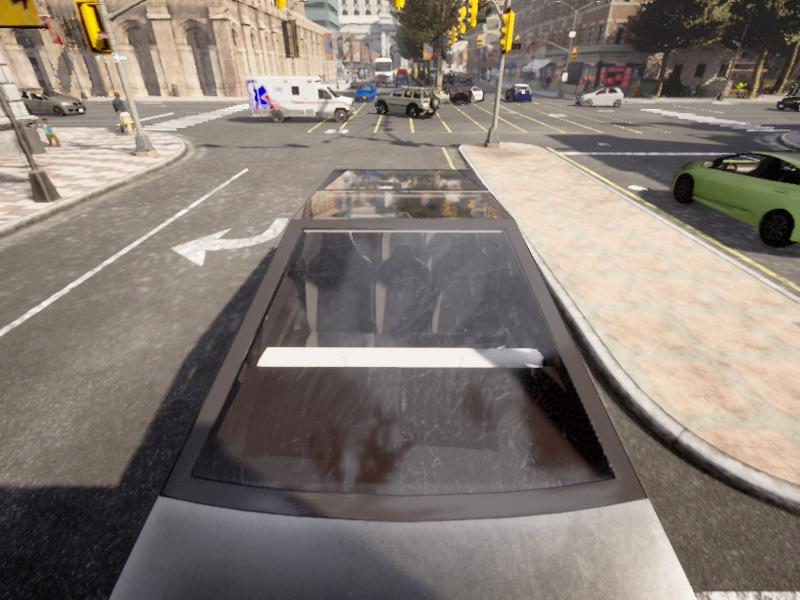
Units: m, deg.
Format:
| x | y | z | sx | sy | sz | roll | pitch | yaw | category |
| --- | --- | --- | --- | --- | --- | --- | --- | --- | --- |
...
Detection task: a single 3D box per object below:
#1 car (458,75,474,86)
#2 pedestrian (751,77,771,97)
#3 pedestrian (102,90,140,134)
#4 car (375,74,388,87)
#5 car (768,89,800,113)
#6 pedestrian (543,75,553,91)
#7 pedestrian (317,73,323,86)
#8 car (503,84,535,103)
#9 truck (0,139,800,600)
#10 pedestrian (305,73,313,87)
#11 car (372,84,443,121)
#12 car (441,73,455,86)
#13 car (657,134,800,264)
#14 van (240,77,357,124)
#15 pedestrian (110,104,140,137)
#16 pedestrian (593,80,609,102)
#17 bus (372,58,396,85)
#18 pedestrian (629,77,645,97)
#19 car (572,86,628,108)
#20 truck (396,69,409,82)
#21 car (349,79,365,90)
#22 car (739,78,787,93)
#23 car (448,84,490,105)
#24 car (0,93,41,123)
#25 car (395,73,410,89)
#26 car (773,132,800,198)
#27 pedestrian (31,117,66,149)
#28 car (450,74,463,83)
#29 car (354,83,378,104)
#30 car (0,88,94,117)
| x | y | z | sx | sy | sz | roll | pitch | yaw | category |
| --- | --- | --- | --- | --- | --- | --- | --- | --- | --- |
| 11.925 | -39.686 | 72.255 | 2.038 | 1.542 | 4.974 | 0 | 30 | 0 | car |
| 38.156 | -22.472 | 42.264 | 0.751 | 1.860 | 0.751 | -12 | 32 | -19 | pedestrian |
| -13.332 | -9.013 | 19.183 | 0.751 | 1.860 | 0.751 | -1 | 30 | -2 | pedestrian |
| -3.103 | -37.156 | 67.631 | 1.905 | 1.878 | 3.866 | 0 | 30 | 0 | car |
| 32.081 | -15.411 | 30.915 | 4.792 | 1.488 | 2.163 | 0 | 30 | 0 | car |
| 19.559 | -28.689 | 52.859 | 0.751 | 1.860 | 0.751 | 1 | 30 | 1 | pedestrian |
| -13.321 | -36.682 | 66.464 | 0.751 | 1.860 | 0.751 | 0 | 30 | 0 | pedestrian |
| 11.732 | -20.519 | 39.614 | 1.970 | 1.475 | 3.806 | 0 | 30 | 0 | car |
| 0.022 | 0.111 | 3.729 | 2.390 | 2.098 | 6.274 | 0 | 30 | 0 | truck |
| -13.942 | -33.649 | 61.281 | 0.751 | 1.860 | 0.751 | 3 | 30 | 5 | pedestrian |
| 0.457 | -13.553 | 27.305 | 4.605 | 1.855 | 1.932 | 25 | 38 | 34 | car |
| 8.419 | -39.250 | 71.222 | 1.932 | 1.855 | 4.605 | 0 | 30 | 0 | car |
| 8.048 | -2.423 | 8.637 | 2.007 | 1.525 | 4.514 | 0 | 30 | 0 | car |
| -6.016 | -12.300 | 24.601 | 6.366 | 2.431 | 2.351 | 0 | 30 | 0 | van |
| -12.813 | -8.393 | 18.679 | 0.751 | 1.300 | 0.751 | -13 | 33 | -20 | pedestrian |
| 19.414 | -20.184 | 38.625 | 0.751 | 1.860 | 0.751 | -4 | 31 | -7 | pedestrian |
| -2.922 | -44.020 | 76.994 | 3.944 | 4.253 | 10.273 | 0 | 30 | 0 | bus |
| 24.940 | -22.408 | 42.134 | 0.751 | 1.860 | 0.751 | 0 | 30 | 0 | pedestrian |
| 16.873 | -17.207 | 33.912 | 3.633 | 1.501 | 1.845 | 0 | 30 | 0 | car |
| 0.512 | -48.728 | 86.813 | 2.627 | 2.467 | 5.204 | 0 | 30 | 0 | truck |
| -6.399 | -32.241 | 59.784 | 1.895 | 1.301 | 4.718 | 0 | 30 | 0 | car |
| 49.915 | -29.629 | 55.183 | 2.242 | 1.667 | 4.611 | 0 | 30 | 0 | car |
| 6.506 | -19.220 | 37.330 | 2.038 | 1.542 | 4.974 | 16 | 34 | 26 | car |
| -25.684 | -11.924 | 24.818 | 4.514 | 1.525 | 2.007 | 0 | 30 | 0 | car |
| 0.371 | -34.559 | 63.031 | 2.150 | 2.045 | 5.566 | 0 | 30 | 0 | car |
| 11.556 | -2.839 | 9.274 | 1.851 | 1.617 | 3.988 | 0 | 30 | 0 | car |
| -13.854 | -6.584 | 15.785 | 0.500 | 1.100 | 0.500 | 3 | 30 | 5 | pedestrian |
| 12.000 | -47.083 | 85.041 | 2.128 | 1.511 | 4.902 | 0 | 30 | 0 | car |
| -3.268 | -20.216 | 39.012 | 1.882 | 1.535 | 5.008 | 0 | 30 | 0 | car |
| -24.648 | -13.752 | 27.801 | 4.611 | 1.667 | 2.242 | 0 | 30 | 0 | car |
